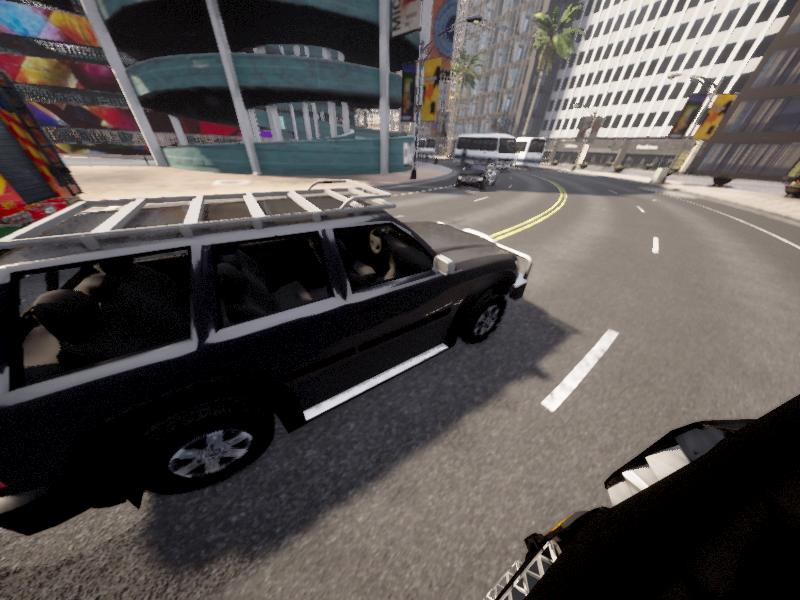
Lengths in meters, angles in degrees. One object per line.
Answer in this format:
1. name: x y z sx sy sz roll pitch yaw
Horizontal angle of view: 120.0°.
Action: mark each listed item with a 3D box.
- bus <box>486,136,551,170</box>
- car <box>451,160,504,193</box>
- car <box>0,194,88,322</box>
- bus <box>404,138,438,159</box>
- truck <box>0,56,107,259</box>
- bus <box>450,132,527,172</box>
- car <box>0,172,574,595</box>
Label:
1. bus: 19.801 -25.467 39.926 3.944 4.253 10.273 -5 35 -11
2. car: 5.507 -8.743 16.152 2.038 1.542 4.974 20 37 24
3. car: -7.773 -0.195 2.552 4.718 1.301 1.895 -15 37 -25
4. bus: 5.162 -39.495 60.101 3.944 4.253 10.273 -14 37 -23
5. truck: -11.928 -2.327 3.196 8.468 3.827 2.891 -14 37 -24
6. bus: 12.224 -21.684 33.681 3.944 4.253 10.273 -12 37 -20
7. car: -0.651 -0.211 2.535 4.605 1.855 1.932 -18 39 -28
